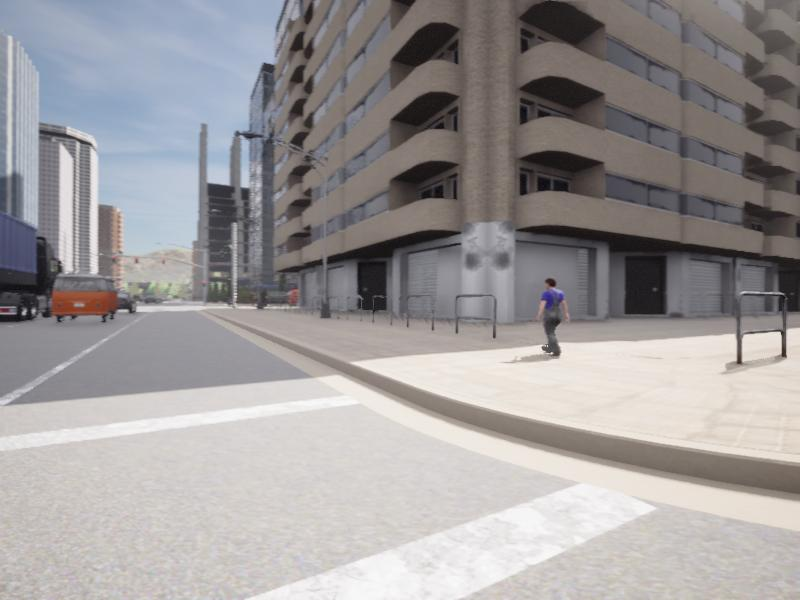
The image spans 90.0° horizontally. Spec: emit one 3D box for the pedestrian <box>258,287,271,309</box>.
[{"bbox_3d":[-11.670,-0.177,34.501,0.751,1.860,0.751,0,0,30],"label":"pedestrian"}]

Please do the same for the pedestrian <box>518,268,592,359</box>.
[{"bbox_3d":[2.382,0.197,6.188,0.751,1.300,0.751,0,0,-21],"label":"pedestrian"}]

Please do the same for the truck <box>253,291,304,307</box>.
[{"bbox_3d":[-16.557,-0.153,54.700,6.274,2.098,2.390,0,0,-29],"label":"truck"}]

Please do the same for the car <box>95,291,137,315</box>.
[{"bbox_3d":[-18.862,0.165,26.744,1.812,1.442,4.674,0,0,-30],"label":"car"}]

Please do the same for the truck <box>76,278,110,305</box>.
[{"bbox_3d":[-45.603,-1.195,59.580,2.891,3.827,8.468,0,0,-30],"label":"truck"}]

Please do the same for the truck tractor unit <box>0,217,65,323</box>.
[{"bbox_3d":[-18.129,-1.222,18.403,3.053,4.208,6.516,0,1,-30],"label":"truck tractor unit"}]

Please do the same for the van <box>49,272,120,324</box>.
[{"bbox_3d":[-13.639,-0.073,17.565,1.775,1.987,4.442,0,0,-30],"label":"van"}]

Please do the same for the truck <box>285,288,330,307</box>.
[{"bbox_3d":[-12.274,-0.306,53.060,5.204,2.467,2.627,1,0,-29],"label":"truck"}]

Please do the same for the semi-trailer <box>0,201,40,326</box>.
[{"bbox_3d":[-14.211,-1.290,11.532,2.717,4.402,14.254,0,0,-30],"label":"semi-trailer"}]
